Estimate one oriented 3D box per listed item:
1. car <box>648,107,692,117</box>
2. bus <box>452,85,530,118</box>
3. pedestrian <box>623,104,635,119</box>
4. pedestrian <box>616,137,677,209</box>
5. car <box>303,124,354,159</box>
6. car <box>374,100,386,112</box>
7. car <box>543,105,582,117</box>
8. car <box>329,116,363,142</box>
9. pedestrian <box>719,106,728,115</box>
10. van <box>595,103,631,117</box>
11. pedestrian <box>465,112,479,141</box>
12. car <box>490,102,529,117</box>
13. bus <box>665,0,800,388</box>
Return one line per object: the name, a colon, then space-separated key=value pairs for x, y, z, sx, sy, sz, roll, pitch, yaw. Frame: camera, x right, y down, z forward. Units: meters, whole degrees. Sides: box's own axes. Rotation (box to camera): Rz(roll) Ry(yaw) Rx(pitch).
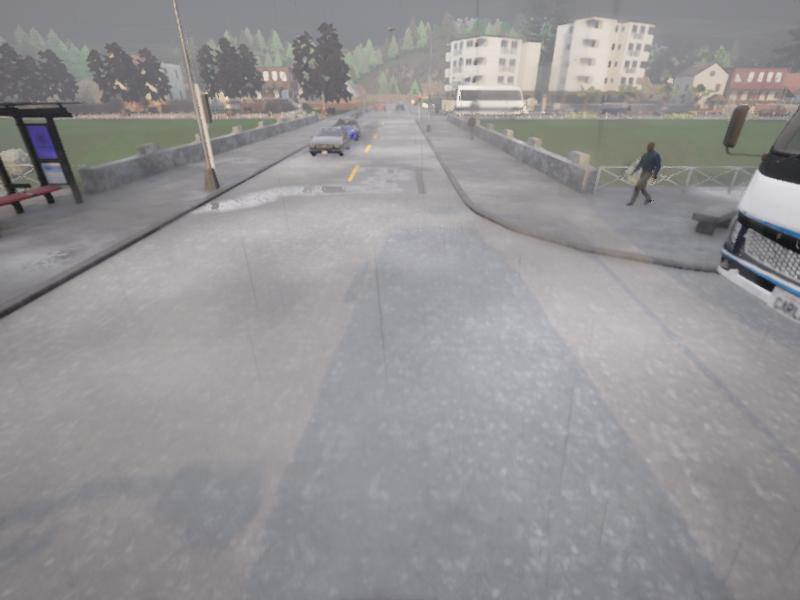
car: x=42.888 y=-29.939 z=63.633 sx=5.357 sy=1.411 sz=2.033 roll=0 pitch=27 yaw=0
bus: x=13.264 y=-29.485 z=59.529 sx=10.273 sy=4.253 sz=3.944 roll=0 pitch=27 yaw=0
pedestrian: x=31.594 y=-26.049 z=55.233 sx=0.751 sy=1.860 sz=0.751 roll=-1 pitch=27 yaw=-2
pedestrian: x=7.002 y=-3.625 z=11.449 sx=0.751 sy=1.860 sz=0.751 roll=-4 pitch=27 yaw=-8
car: x=-3.985 y=-9.358 z=23.359 sx=2.033 sy=1.411 sz=5.357 roll=0 pitch=27 yaw=0
car: x=-3.985 y=-39.569 z=81.579 sx=2.150 sy=2.045 sz=5.566 roll=0 pitch=27 yaw=0
car: x=25.774 y=-30.069 z=63.578 sx=5.238 sy=1.638 sz=1.930 roll=0 pitch=27 yaw=0
car: x=-3.995 y=-12.986 z=30.290 sx=2.007 sy=1.525 sz=4.514 roll=0 pitch=27 yaw=0
pedestrian: x=54.487 y=-31.938 z=67.404 sx=0.751 sy=1.300 sz=0.751 roll=22 pitch=34 yaw=36
van: x=33.720 y=-30.211 z=63.499 sx=4.442 sy=1.987 sz=1.775 roll=0 pitch=27 yaw=0
pedestrian: x=5.118 y=-12.330 z=28.391 sx=0.751 sy=1.860 sz=0.751 roll=0 pitch=27 yaw=1
car: x=17.309 y=-30.260 z=63.488 sx=5.566 sy=2.045 sz=2.150 roll=0 pitch=27 yaw=0
bus: x=9.794 y=-1.190 z=4.338 sx=10.273 sy=4.253 sz=3.944 roll=0 pitch=27 yaw=-1
